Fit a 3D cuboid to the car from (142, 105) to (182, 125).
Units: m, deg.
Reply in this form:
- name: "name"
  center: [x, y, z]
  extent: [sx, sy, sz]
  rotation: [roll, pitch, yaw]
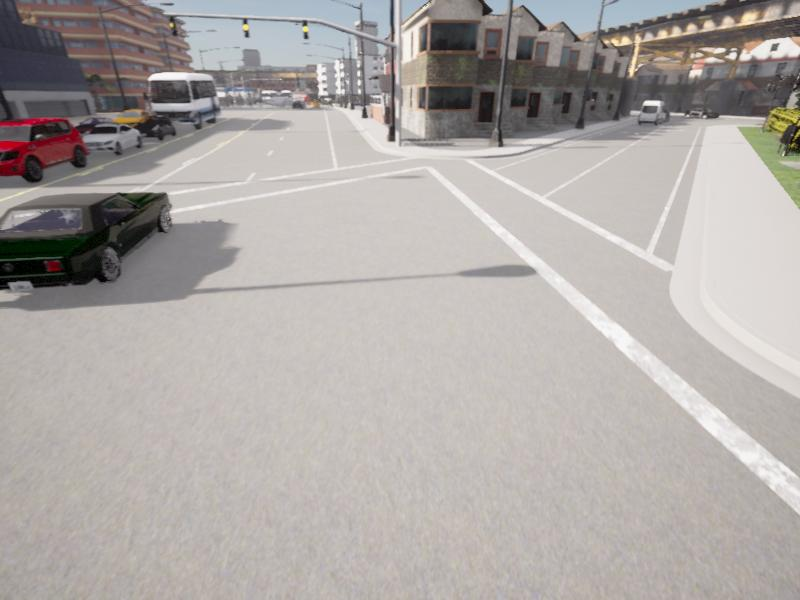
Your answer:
- name: "car"
  center: [-23.119, -18.101, 39.050]
  extent: [1.812, 1.442, 4.674]
  rotation: [-4, 29, -9]

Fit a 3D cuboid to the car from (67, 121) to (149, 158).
- name: "car"
  center: [-16.267, -9.165, 22.613]
  extent: [1.812, 1.442, 4.674]
  rotation: [-4, 28, -9]

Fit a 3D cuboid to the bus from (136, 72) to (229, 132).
- name: "bus"
  center: [-18.944, -18.005, 36.022]
  extent: [3.944, 4.253, 10.273]
  rotation: [-4, 29, -9]

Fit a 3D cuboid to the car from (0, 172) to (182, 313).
- name: "car"
  center: [-6.269, -1.474, 8.036]
  extent: [1.895, 1.301, 4.718]
  rotation: [-4, 28, -9]

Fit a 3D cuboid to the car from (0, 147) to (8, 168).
- name: "car"
  center: [-18.455, -5.604, 15.649]
  extent: [1.882, 1.535, 5.008]
  rotation: [-5, 28, -9]

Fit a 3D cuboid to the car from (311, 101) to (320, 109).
- name: "car"
  center: [-18.219, -42.162, 86.427]
  extent: [1.882, 1.535, 5.008]
  rotation: [-4, 26, -9]

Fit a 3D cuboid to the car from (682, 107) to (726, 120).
- name: "car"
  center: [45.286, -27.964, 59.838]
  extent: [1.930, 1.638, 5.238]
  rotation: [-4, 27, -9]

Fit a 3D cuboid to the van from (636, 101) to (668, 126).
- name: "van"
  center: [30.176, -22.366, 47.795]
  extent: [1.988, 2.561, 5.915]
  rotation: [19, 32, 32]

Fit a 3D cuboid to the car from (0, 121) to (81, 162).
- name: "car"
  center: [-19.571, -8.533, 21.326]
  extent: [1.837, 1.490, 4.892]
  rotation: [-5, 28, -9]

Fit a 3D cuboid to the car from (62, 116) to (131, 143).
- name: "car"
  center: [-20.822, -11.878, 27.727]
  extent: [1.994, 1.385, 4.181]
  rotation: [-4, 28, -8]

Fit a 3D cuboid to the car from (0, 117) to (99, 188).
- name: "car"
  center: [-15.003, -6.108, 16.096]
  extent: [2.150, 2.045, 5.566]
  rotation: [-4, 28, -9]

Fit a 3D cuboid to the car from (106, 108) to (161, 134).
- name: "car"
  center: [-21.935, -14.936, 33.188]
  extent: [1.882, 1.535, 5.008]
  rotation: [-4, 29, -9]

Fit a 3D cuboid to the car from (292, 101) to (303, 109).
- name: "car"
  center: [-20.639, -39.326, 80.636]
  extent: [1.882, 1.535, 5.008]
  rotation: [-4, 26, -9]

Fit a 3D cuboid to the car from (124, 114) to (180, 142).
- name: "car"
  center: [-17.402, -12.226, 28.312]
  extent: [1.816, 1.474, 4.193]
  rotation: [-4, 28, -9]
